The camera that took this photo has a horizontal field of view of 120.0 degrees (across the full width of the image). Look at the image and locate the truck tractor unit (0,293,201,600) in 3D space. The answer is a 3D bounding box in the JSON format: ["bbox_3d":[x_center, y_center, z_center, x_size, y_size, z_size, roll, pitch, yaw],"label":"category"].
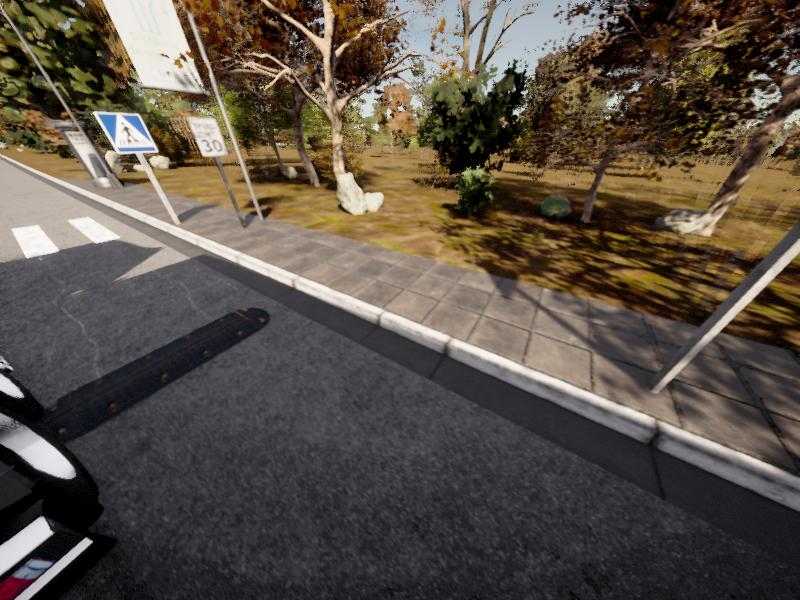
[{"bbox_3d":[-5.158,-0.250,0.709,6.516,4.208,3.053,16,38,22],"label":"truck tractor unit"}]
